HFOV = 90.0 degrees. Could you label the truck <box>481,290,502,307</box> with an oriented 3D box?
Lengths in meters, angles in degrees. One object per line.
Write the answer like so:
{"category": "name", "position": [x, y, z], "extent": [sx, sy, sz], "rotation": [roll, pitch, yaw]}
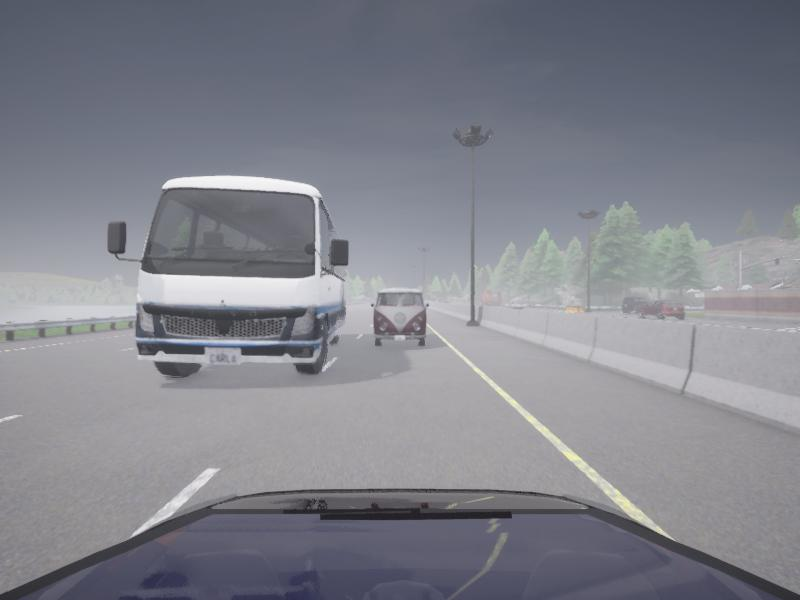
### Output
{"category": "truck", "position": [21.001, -0.342, 92.437], "extent": [2.891, 3.827, 8.468], "rotation": [0, 0, 0]}

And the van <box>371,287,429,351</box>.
{"category": "van", "position": [-0.001, 0.597, 14.574], "extent": [1.775, 1.987, 4.442], "rotation": [0, 0, 0]}

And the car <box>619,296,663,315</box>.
{"category": "car", "position": [26.604, 0.602, 44.277], "extent": [3.866, 1.878, 1.905], "rotation": [-2, -1, -13]}

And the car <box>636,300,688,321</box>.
{"category": "car", "position": [20.999, 0.806, 32.262], "extent": [1.789, 1.549, 3.705], "rotation": [0, 0, 0]}

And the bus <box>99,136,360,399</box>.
{"category": "bus", "position": [-3.298, -0.537, 11.788], "extent": [3.944, 4.253, 10.273], "rotation": [2, 1, -5]}
